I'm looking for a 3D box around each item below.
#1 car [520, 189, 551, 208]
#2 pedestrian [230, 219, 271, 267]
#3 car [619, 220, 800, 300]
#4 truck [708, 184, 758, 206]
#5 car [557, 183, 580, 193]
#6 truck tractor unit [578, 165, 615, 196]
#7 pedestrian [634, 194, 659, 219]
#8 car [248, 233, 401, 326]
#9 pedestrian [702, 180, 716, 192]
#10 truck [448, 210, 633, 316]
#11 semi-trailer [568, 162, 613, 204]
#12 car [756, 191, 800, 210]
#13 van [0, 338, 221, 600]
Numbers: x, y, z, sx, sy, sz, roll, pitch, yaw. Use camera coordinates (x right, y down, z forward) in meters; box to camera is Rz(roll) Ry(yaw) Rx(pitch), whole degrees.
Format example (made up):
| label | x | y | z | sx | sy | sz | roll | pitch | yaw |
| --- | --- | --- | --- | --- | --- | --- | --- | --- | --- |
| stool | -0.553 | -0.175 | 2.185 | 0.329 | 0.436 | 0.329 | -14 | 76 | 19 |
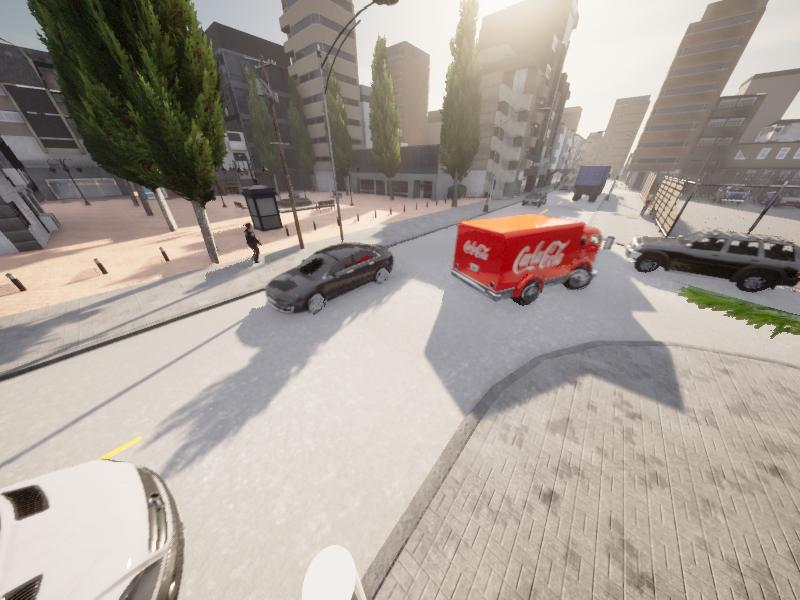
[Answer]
| label | x | y | z | sx | sy | sz | roll | pitch | yaw |
| --- | --- | --- | --- | --- | --- | --- | --- | --- | --- |
| car | 16.042 | -12.014 | 27.288 | 2.007 | 1.525 | 4.514 | 23 | 37 | 34 |
| pedestrian | -6.578 | -2.514 | 10.243 | 0.751 | 1.860 | 0.751 | 16 | 34 | 26 |
| car | 12.313 | -1.870 | 9.362 | 4.605 | 1.855 | 1.932 | 22 | 36 | 33 |
| truck | 40.630 | -13.001 | 28.353 | 2.069 | 2.038 | 4.478 | 23 | 37 | 34 |
| car | 30.782 | -20.558 | 42.244 | 4.181 | 1.385 | 1.994 | -24 | 37 | -35 |
| truck tractor unit | 32.646 | -19.938 | 38.345 | 3.053 | 4.208 | 6.516 | 23 | 37 | 34 |
| pedestrian | 21.028 | -8.002 | 19.731 | 0.751 | 1.860 | 0.751 | 22 | 37 | 33 |
| car | -2.282 | -1.100 | 8.415 | 1.837 | 1.490 | 4.892 | 24 | 38 | 36 |
| pedestrian | 54.071 | -19.964 | 40.450 | 0.751 | 1.860 | 0.751 | -25 | 38 | -36 |
| truck | 4.778 | -1.651 | 8.400 | 5.204 | 2.467 | 2.627 | -12 | 30 | -19 |
| semi-trailer | 27.561 | -17.002 | 33.033 | 2.717 | 4.402 | 14.254 | 23 | 37 | 34 |
| car | 43.557 | -11.395 | 26.194 | 2.033 | 1.415 | 5.357 | 23 | 37 | 34 |
| van | -4.516 | 2.937 | 0.380 | 1.988 | 2.561 | 5.915 | 23 | 37 | 34 |
